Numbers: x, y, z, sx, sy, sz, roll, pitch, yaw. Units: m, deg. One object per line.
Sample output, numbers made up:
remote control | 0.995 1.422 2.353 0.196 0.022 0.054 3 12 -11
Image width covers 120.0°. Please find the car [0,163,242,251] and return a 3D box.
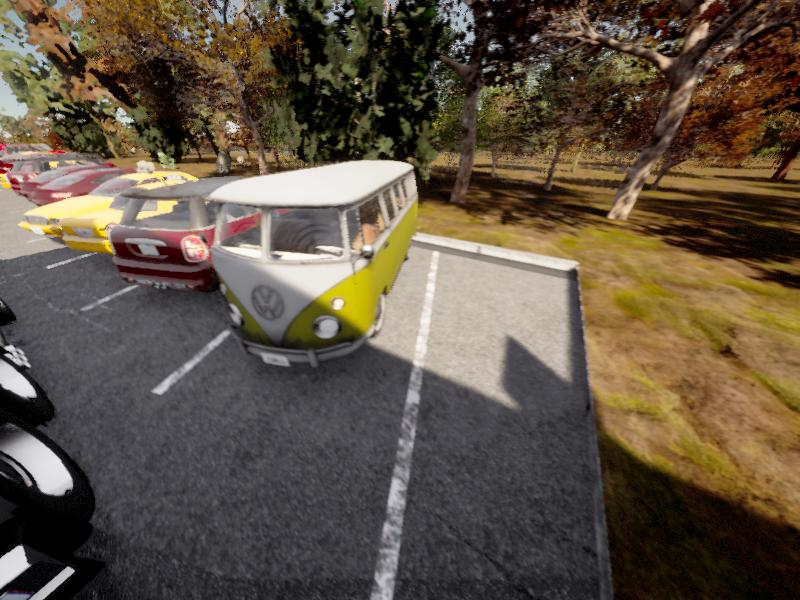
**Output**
car | -8.459 -3.472 7.722 1.946 1.575 5.366 7 35 10

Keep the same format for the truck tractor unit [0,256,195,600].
truck tractor unit | -5.098 -0.312 0.802 6.516 4.208 3.053 19 39 25

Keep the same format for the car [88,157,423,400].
car | -0.854 -1.091 3.844 1.878 1.987 4.442 7 35 9

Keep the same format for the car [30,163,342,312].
car | -3.382 -1.913 5.225 2.185 1.767 4.553 6 35 10

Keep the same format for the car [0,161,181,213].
car | -13.445 -5.315 10.493 2.002 1.452 4.674 7 35 11

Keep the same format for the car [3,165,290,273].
car | -5.867 -2.800 6.741 1.946 1.575 5.366 7 35 10

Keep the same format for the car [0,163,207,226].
car | -10.941 -4.423 9.189 2.002 1.452 4.674 7 35 10
